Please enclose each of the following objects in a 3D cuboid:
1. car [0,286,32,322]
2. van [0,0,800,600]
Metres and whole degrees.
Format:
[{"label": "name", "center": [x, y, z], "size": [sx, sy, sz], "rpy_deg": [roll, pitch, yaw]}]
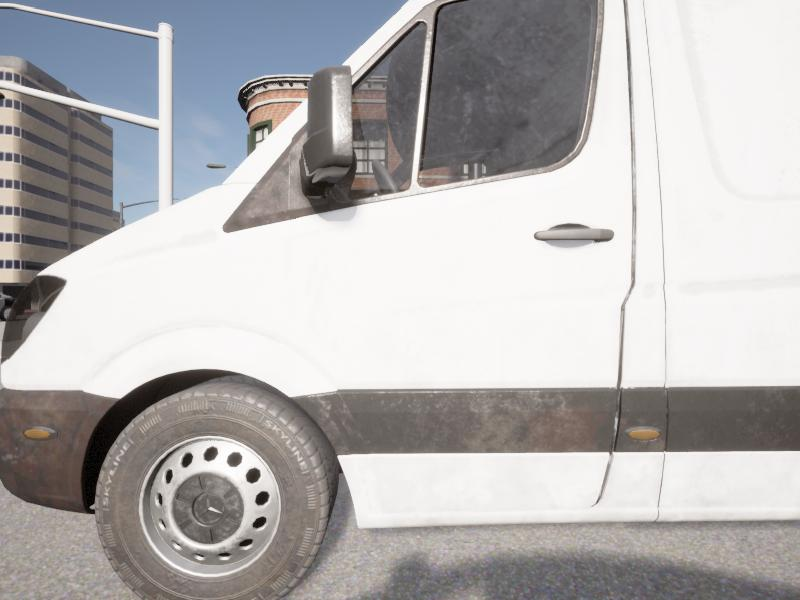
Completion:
[{"label": "car", "center": [-18.959, 0.171, 16.969], "size": [1.930, 1.638, 5.238], "rpy_deg": [0, 0, -1]}, {"label": "van", "center": [1.351, -0.278, 2.210], "size": [5.915, 2.561, 1.988], "rpy_deg": [0, 0, 0]}]
